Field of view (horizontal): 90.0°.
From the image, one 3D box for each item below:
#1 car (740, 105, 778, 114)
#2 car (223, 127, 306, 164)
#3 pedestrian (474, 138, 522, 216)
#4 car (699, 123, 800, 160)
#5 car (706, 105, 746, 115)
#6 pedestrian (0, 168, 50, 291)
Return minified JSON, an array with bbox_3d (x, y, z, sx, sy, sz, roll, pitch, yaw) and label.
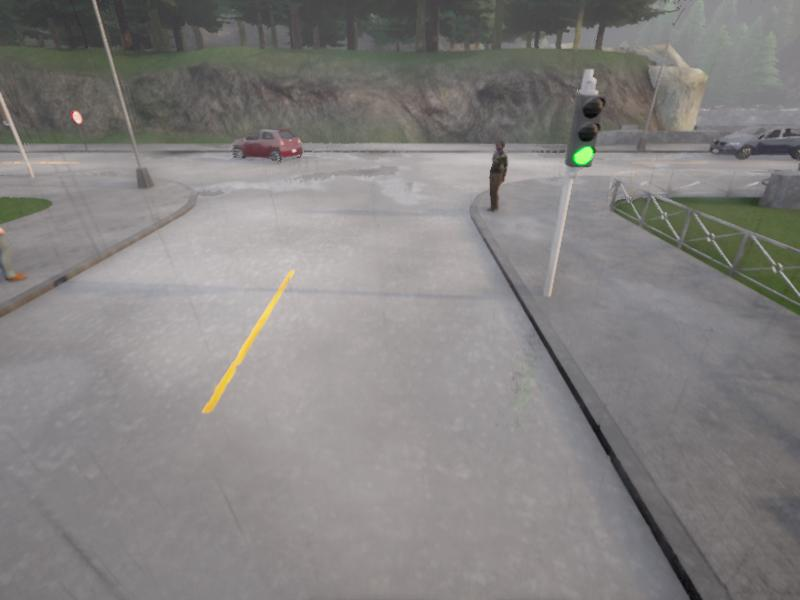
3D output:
[{"bbox_3d":[65.279,-34.690,72.764,4.892,1.490,1.837,0,27,0],"label":"car"},{"bbox_3d":[-6.961,-8.046,20.676,3.633,1.501,1.845,12,29,23],"label":"car"},{"bbox_3d":[2.601,-3.307,10.762,0.751,1.860,0.751,-14,30,-26],"label":"pedestrian"},{"bbox_3d":[19.426,-8.542,21.506,4.611,1.667,2.242,0,27,0],"label":"car"},{"bbox_3d":[56.387,-32.853,69.200,4.792,1.488,2.163,0,27,0],"label":"car"},{"bbox_3d":[-6.790,-1.191,6.654,0.751,1.860,0.751,17,32,30],"label":"pedestrian"}]
